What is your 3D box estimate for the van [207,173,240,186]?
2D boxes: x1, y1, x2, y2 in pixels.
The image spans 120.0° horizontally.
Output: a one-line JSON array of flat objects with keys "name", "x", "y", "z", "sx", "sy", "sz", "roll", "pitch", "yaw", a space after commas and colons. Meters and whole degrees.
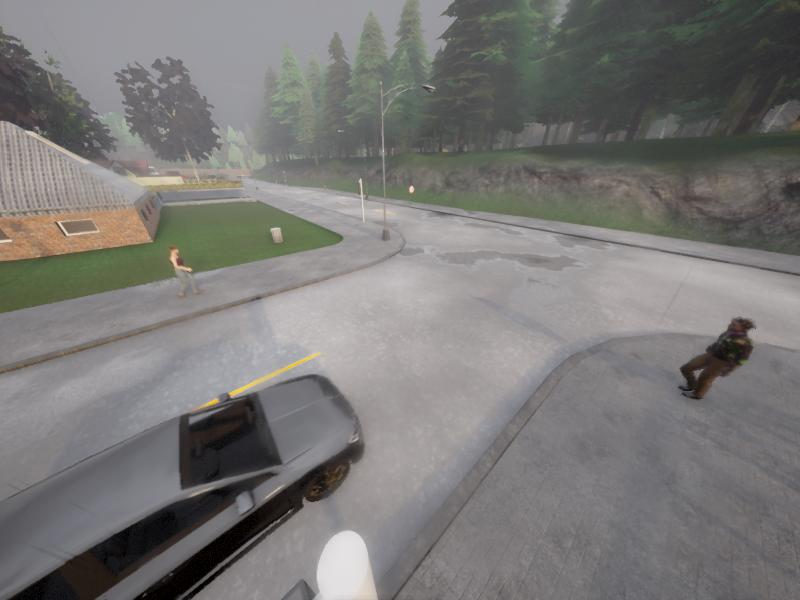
[{"name": "van", "x": -45.606, "y": -31.326, "z": 59.888, "sx": 1.988, "sy": 2.561, "sz": 5.915, "roll": 15, "pitch": 33, "yaw": 25}]

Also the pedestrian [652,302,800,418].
[{"name": "pedestrian", "x": 5.709, "y": 1.094, "z": 4.183, "sx": 0.751, "sy": 1.860, "sz": 0.751, "roll": 15, "pitch": 33, "yaw": 24}]

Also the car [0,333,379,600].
[{"name": "car", "x": -2.526, "y": 2.260, "z": 2.822, "sx": 4.193, "sy": 1.474, "sz": 1.816, "roll": -23, "pitch": 37, "yaw": -34}]

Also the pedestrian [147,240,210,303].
[{"name": "pedestrian", "x": -7.301, "y": -0.946, "z": 7.736, "sx": 0.751, "sy": 1.860, "sz": 0.751, "roll": -13, "pitch": 32, "yaw": -21}]
